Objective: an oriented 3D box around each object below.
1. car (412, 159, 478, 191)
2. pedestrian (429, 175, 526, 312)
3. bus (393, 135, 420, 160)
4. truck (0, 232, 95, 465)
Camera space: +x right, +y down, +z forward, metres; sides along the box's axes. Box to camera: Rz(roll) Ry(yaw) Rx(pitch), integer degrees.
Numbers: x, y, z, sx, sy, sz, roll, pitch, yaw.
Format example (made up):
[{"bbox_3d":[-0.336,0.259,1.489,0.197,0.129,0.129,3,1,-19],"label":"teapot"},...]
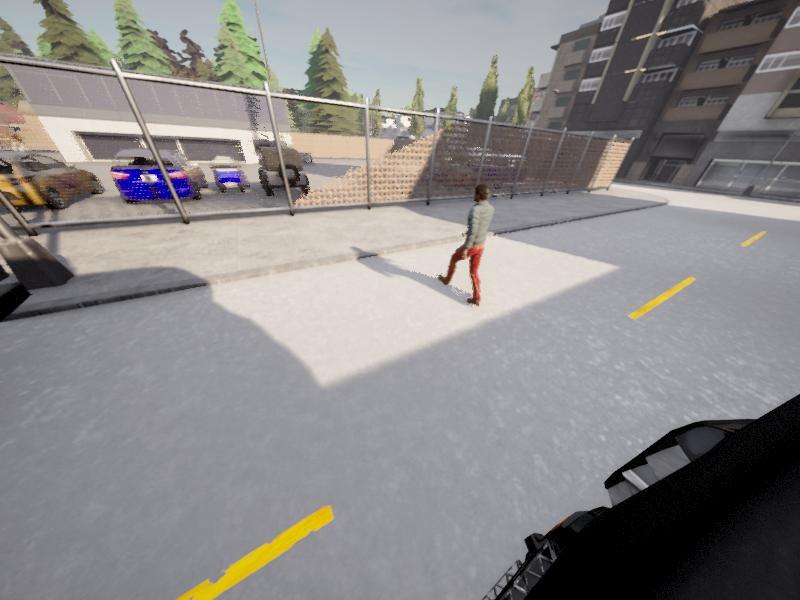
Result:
[{"bbox_3d":[2.880,-8.141,14.942,3.705,1.547,1.789,-16,38,-26],"label":"car"},{"bbox_3d":[1.089,-0.867,3.630,0.751,1.860,0.751,-16,38,-26],"label":"pedestrian"},{"bbox_3d":[1.593,-33.855,51.260,3.944,4.253,10.273,8,35,10],"label":"bus"},{"bbox_3d":[-6.003,0.935,0.176,6.274,2.098,2.390,-16,38,-26],"label":"truck"}]
